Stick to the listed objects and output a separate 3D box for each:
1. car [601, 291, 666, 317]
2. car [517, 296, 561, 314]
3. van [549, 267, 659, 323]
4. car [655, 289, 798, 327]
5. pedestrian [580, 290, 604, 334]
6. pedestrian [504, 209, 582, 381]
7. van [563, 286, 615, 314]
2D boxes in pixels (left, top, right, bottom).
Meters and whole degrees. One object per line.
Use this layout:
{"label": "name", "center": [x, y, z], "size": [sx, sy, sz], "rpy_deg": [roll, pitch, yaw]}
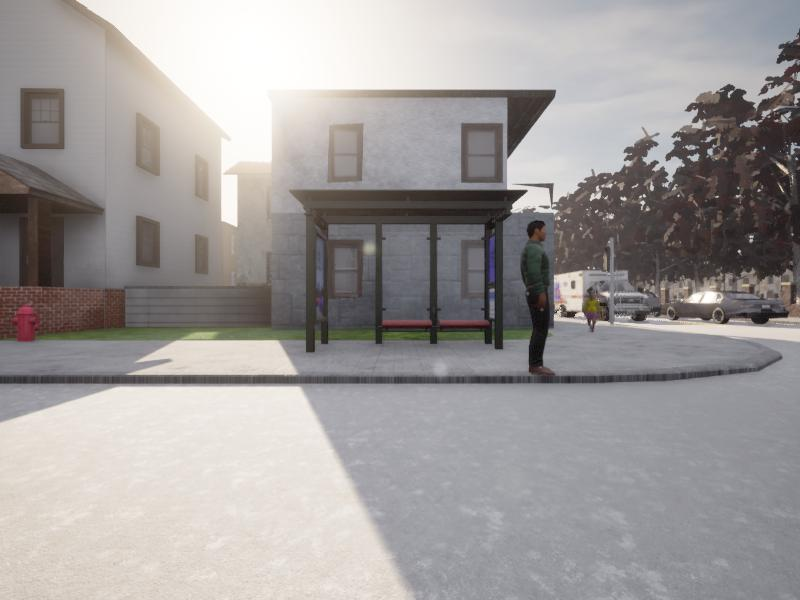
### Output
{"label": "car", "center": [14.194, 0.227, 24.567], "size": [1.845, 1.501, 3.633], "rpy_deg": [0, 0, -1]}
{"label": "car", "center": [10.331, 0.344, 30.182], "size": [1.895, 1.301, 4.718], "rpy_deg": [0, 0, 3]}
{"label": "van", "center": [10.059, -0.222, 20.575], "size": [2.351, 2.431, 6.366], "rpy_deg": [0, 0, 0]}
{"label": "car", "center": [13.945, 0.295, 17.673], "size": [2.033, 1.411, 5.357], "rpy_deg": [0, 0, 2]}
{"label": "pedestrian", "center": [5.028, 0.305, 10.503], "size": [0.500, 1.100, 0.500], "rpy_deg": [0, 0, 18]}
{"label": "pedestrian", "center": [1.661, -0.054, 4.766], "size": [0.751, 1.860, 0.751], "rpy_deg": [0, 0, 9]}
{"label": "van", "center": [14.274, -0.002, 30.573], "size": [1.775, 1.987, 4.442], "rpy_deg": [0, 0, -2]}
